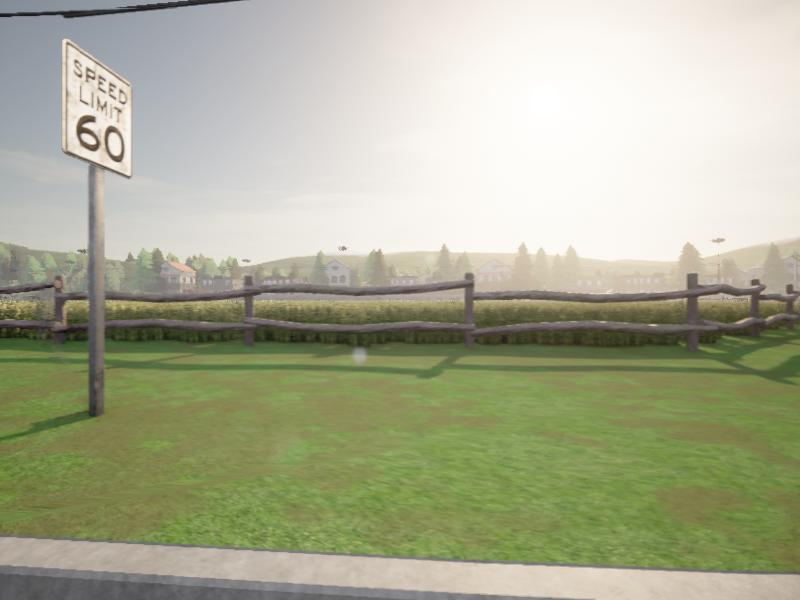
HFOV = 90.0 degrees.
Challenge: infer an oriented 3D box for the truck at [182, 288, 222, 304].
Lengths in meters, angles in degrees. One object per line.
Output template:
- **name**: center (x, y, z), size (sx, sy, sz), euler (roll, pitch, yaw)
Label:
- **truck**: center (-49.303, -0.901, 99.682), size (8.468, 3.827, 2.891), euler (0, 0, 5)

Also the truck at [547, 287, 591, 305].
- **truck**: center (37.299, -0.899, 88.410), size (8.468, 3.827, 2.891), euler (0, 0, 5)
